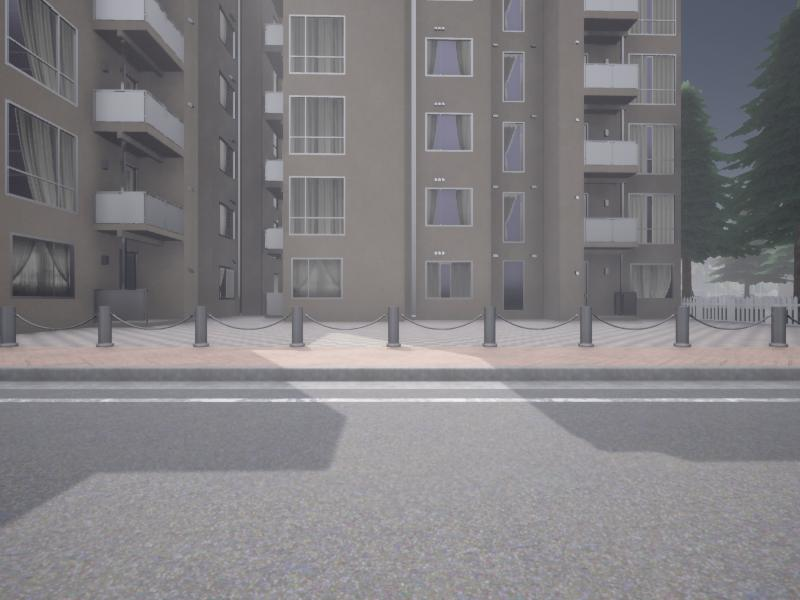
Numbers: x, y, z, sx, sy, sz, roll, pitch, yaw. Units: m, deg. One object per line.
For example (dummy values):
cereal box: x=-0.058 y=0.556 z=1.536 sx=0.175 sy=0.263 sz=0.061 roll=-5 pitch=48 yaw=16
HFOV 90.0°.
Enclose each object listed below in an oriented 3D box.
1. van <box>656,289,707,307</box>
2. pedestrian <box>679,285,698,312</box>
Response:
van: x=40.253 y=-0.277 z=57.331 sx=5.915 sy=2.561 sz=1.988 roll=0 pitch=0 yaw=-1
pedestrian: x=20.282 y=-0.100 z=28.132 sx=0.751 sy=1.860 sz=0.751 roll=0 pitch=0 yaw=-1
